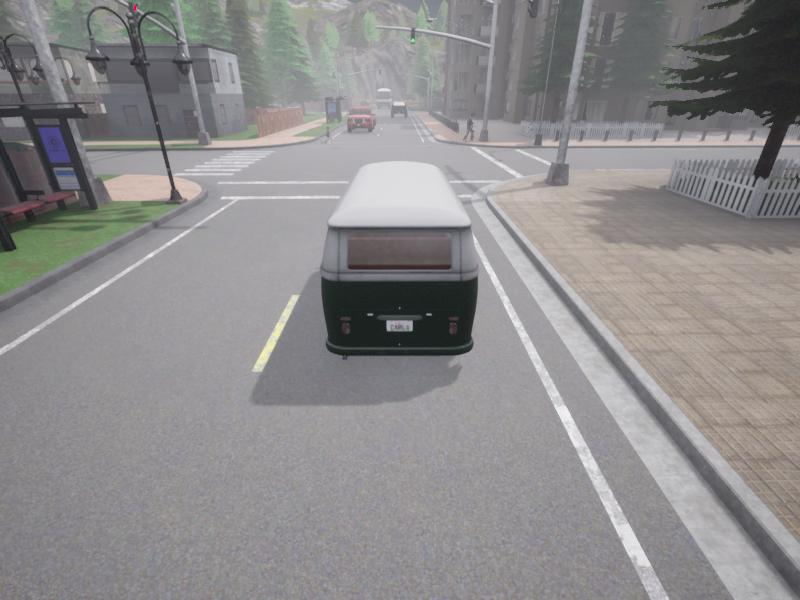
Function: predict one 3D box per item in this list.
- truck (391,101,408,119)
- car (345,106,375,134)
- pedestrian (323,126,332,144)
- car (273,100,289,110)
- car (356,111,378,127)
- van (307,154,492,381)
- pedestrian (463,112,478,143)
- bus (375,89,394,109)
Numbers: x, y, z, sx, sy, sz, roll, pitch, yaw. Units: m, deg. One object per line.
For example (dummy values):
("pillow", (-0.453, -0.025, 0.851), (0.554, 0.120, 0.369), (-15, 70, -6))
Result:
("truck", (-0.129, -28.037, 58.937), (2.390, 2.098, 6.274), (0, 27, 0))
("car", (-3.578, -16.709, 36.927), (2.150, 2.045, 5.566), (0, 27, 0))
("pedestrian", (-4.947, -11.351, 27.473), (0.500, 1.100, 0.500), (-4, 27, -7))
("car", (-25.206, -41.434, 84.943), (1.932, 1.855, 4.605), (-1, 27, -1))
("car", (-3.595, -20.059, 44.196), (1.994, 1.385, 4.181), (0, 27, 0))
("van", (-0.010, -0.936, 6.271), (1.775, 1.987, 4.442), (0, 27, 0))
("pedestrian", (4.661, -11.388, 26.395), (0.751, 1.860, 0.751), (7, 28, 14))
("bus", (-3.590, -47.988, 95.441), (3.944, 4.253, 10.273), (0, 27, 0))
